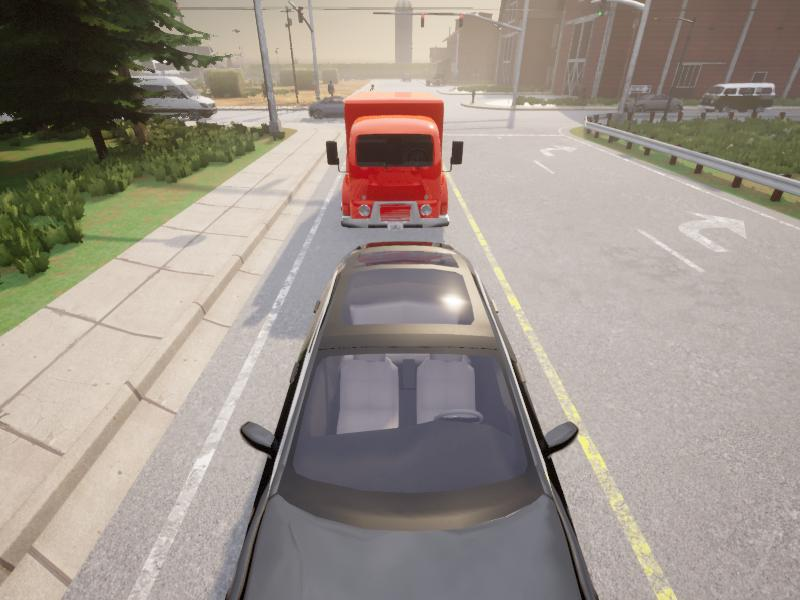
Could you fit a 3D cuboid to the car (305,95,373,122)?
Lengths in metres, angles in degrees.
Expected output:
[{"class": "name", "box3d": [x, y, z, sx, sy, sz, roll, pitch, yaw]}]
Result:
[{"class": "car", "box3d": [-4.003, -12.781, 26.595, 4.181, 1.385, 1.994, -4, 31, -6]}]

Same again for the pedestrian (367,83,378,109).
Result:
[{"class": "pedestrian", "box3d": [-2.246, -16.629, 32.628, 0.751, 1.860, 0.751, -3, 30, -6]}]

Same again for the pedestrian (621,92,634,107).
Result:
[{"class": "pedestrian", "box3d": [18.652, -16.439, 32.803, 0.500, 1.100, 0.500, -4, 30, -6]}]

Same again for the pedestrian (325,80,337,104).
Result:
[{"class": "pedestrian", "box3d": [-6.061, -18.404, 35.357, 0.751, 1.860, 0.751, -10, 32, -17]}]

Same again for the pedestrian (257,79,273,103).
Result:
[{"class": "pedestrian", "box3d": [-12.256, -18.961, 36.305, 0.751, 1.860, 0.751, 16, 34, 26]}]

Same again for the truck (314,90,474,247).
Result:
[{"class": "truck", "box3d": [-0.137, -3.421, 9.427, 2.627, 2.467, 5.204, -1, 30, -1]}]

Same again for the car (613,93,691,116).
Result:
[{"class": "car", "box3d": [18.375, -14.350, 29.310, 4.181, 1.385, 1.994, 0, 30, 0]}]

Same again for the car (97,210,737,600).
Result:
[{"class": "car", "box3d": [0.057, 0.761, 3.240, 2.128, 1.511, 4.902, 0, 30, 0]}]

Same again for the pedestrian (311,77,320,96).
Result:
[{"class": "pedestrian", "box3d": [-9.437, -23.880, 44.729, 0.751, 1.860, 0.751, -11, 32, -17]}]

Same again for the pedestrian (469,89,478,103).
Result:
[{"class": "pedestrian", "box3d": [6.626, -18.384, 36.076, 0.500, 1.100, 0.500, -19, 35, -29]}]

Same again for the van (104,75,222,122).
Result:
[{"class": "van", "box3d": [-15.162, -13.100, 25.991, 5.915, 2.561, 1.988, 0, 30, 0]}]

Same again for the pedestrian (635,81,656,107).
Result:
[{"class": "pedestrian", "box3d": [20.016, -16.768, 32.615, 0.751, 1.860, 0.751, 1, 30, 1]}]

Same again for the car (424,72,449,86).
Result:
[{"class": "car", "box3d": [6.295, -37.974, 68.885, 1.905, 1.878, 3.866, -31, 40, -33]}]

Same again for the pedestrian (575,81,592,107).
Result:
[{"class": "pedestrian", "box3d": [14.937, -16.741, 32.565, 0.751, 1.860, 0.751, 4, 30, 7]}]

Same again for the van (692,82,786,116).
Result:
[{"class": "van", "box3d": [24.553, -14.640, 29.138, 4.480, 2.038, 2.069, 0, 30, 0]}]
